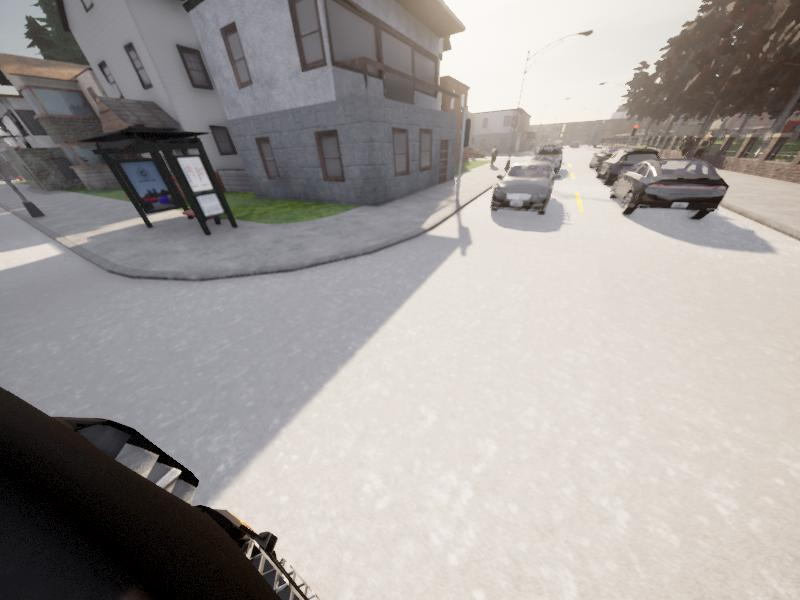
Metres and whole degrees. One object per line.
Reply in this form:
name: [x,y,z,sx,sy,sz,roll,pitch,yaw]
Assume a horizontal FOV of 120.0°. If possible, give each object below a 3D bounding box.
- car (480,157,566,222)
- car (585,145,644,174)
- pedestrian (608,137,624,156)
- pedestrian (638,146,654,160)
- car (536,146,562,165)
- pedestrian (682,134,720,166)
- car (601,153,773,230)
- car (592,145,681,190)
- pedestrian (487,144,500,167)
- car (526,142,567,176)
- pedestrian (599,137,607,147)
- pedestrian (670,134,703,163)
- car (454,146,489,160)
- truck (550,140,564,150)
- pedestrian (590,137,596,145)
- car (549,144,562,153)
car: [4.969,-4.564,9.080,2.128,1.511,4.902,16,38,26]
car: [15.762,-10.621,17.355,2.128,1.511,4.902,14,37,24]
pedestrian: [25.559,-18.112,27.323,0.751,1.860,0.751,24,42,35]
pedestrian: [23.009,-13.730,21.607,0.500,1.100,0.500,-3,34,1]
car: [16.323,-15.840,25.197,1.837,1.490,4.892,16,38,26]
pedestrian: [21.091,-10.518,16.228,0.751,1.860,0.751,15,38,25]
car: [8.748,-3.933,7.830,2.128,1.511,4.902,16,38,26]
car: [12.278,-7.277,12.486,2.033,1.649,4.856,15,37,25]
pedestrian: [9.032,-13.885,22.248,0.751,1.860,0.751,15,37,25]
car: [11.227,-10.775,17.609,1.932,1.855,4.605,17,39,28]
pedestrian: [48.485,-37.771,55.141,0.751,1.860,0.751,15,37,25]
pedestrian: [22.447,-11.858,18.140,0.751,1.860,0.751,16,38,26]
car: [11.557,-23.705,37.310,4.856,1.649,2.033,17,38,26]
truck: [40.831,-40.285,59.949,2.390,2.098,6.274,16,38,26]
pedestrian: [58.797,-48.409,70.343,0.751,1.860,0.751,13,37,23]
car: [33.722,-32.928,50.017,1.812,1.442,4.674,16,38,26]
